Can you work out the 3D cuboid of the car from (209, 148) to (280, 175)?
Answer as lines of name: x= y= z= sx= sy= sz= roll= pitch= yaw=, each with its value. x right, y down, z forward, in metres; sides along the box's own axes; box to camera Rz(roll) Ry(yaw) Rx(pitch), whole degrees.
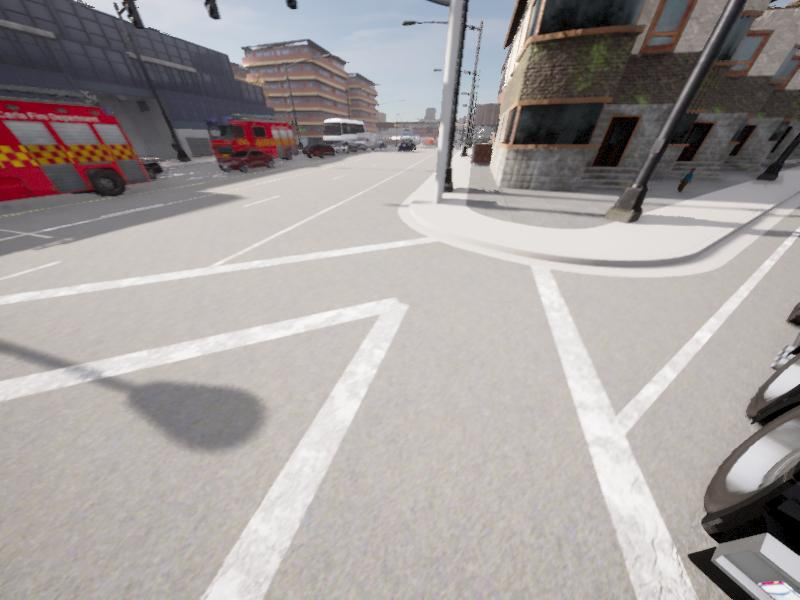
car: x=-12.146 y=-11.220 z=18.539 sx=1.812 sy=1.442 sz=4.674 roll=9 pitch=37 yaw=12

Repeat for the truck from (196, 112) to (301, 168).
truck: x=-14.121 y=-15.852 z=22.903 sx=2.891 sy=3.827 sz=8.468 roll=9 pitch=37 yaw=12

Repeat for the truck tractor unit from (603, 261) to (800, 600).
truck tractor unit: x=5.106 y=-0.304 z=0.798 sx=6.516 sy=4.208 sz=3.053 roll=-18 pitch=39 yaw=-24

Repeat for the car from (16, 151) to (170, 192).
car: x=-17.391 y=-7.742 z=13.628 sx=2.038 sy=1.542 sz=4.974 roll=9 pitch=37 yaw=12

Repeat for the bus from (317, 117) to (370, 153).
bus: x=-8.847 y=-27.341 z=38.351 sx=3.944 sy=4.253 sz=10.273 roll=9 pitch=37 yaw=12

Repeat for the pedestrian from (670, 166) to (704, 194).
pedestrian: x=13.920 y=-5.822 z=11.211 sx=0.500 sy=1.100 sz=0.500 roll=-18 pitch=39 yaw=-25

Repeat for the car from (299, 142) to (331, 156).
car: x=-11.514 y=-20.629 z=31.479 sx=1.994 sy=1.385 sz=4.181 roll=8 pitch=37 yaw=12

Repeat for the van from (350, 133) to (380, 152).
van: x=-5.596 y=-26.065 z=38.128 sx=2.351 sy=2.431 sz=6.366 roll=9 pitch=36 yaw=12

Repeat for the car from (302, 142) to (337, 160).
car: x=-9.291 y=-17.564 z=27.188 sx=1.816 sy=1.474 sz=4.193 roll=9 pitch=37 yaw=12

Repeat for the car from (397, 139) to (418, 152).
car: x=1.236 y=-24.863 z=37.077 sx=2.242 sy=1.667 sz=4.611 roll=9 pitch=36 yaw=12

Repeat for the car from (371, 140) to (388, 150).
car: x=-3.883 y=-29.718 z=44.220 sx=1.812 sy=1.442 sz=4.674 roll=8 pitch=35 yaw=10

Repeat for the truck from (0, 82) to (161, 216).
truck: x=-15.301 y=-5.332 z=8.207 sx=2.891 sy=3.827 sz=8.468 roll=9 pitch=36 yaw=12

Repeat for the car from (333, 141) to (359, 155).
car: x=-7.483 y=-21.560 z=32.644 sx=1.970 sy=1.475 sz=3.806 roll=9 pitch=37 yaw=12
